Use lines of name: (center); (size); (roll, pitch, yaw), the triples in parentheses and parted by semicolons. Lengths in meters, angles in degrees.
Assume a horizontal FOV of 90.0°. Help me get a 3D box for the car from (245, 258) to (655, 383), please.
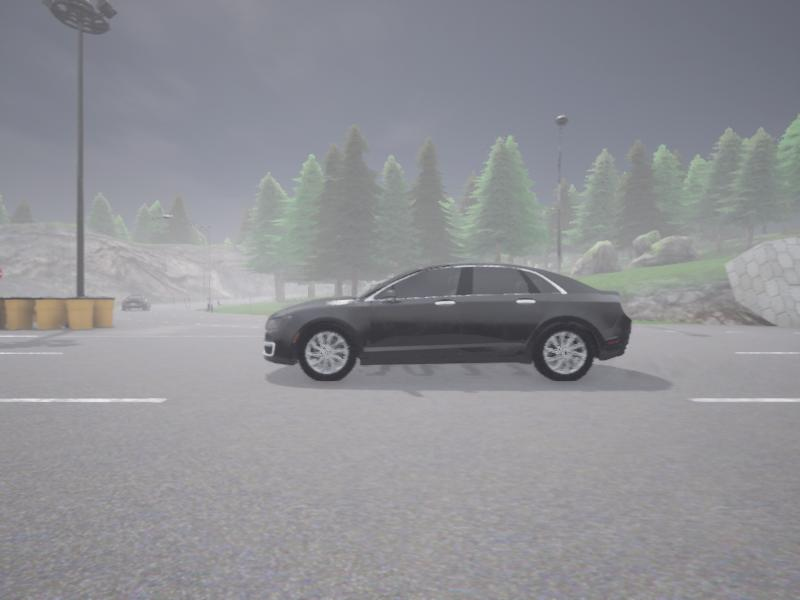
car: (0.599, 0.244, 5.701); (4.892, 1.490, 1.837); (0, 0, 0)

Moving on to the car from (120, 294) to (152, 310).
car: (-26.501, 0.228, 40.299); (2.038, 1.542, 4.974); (0, 0, -26)
